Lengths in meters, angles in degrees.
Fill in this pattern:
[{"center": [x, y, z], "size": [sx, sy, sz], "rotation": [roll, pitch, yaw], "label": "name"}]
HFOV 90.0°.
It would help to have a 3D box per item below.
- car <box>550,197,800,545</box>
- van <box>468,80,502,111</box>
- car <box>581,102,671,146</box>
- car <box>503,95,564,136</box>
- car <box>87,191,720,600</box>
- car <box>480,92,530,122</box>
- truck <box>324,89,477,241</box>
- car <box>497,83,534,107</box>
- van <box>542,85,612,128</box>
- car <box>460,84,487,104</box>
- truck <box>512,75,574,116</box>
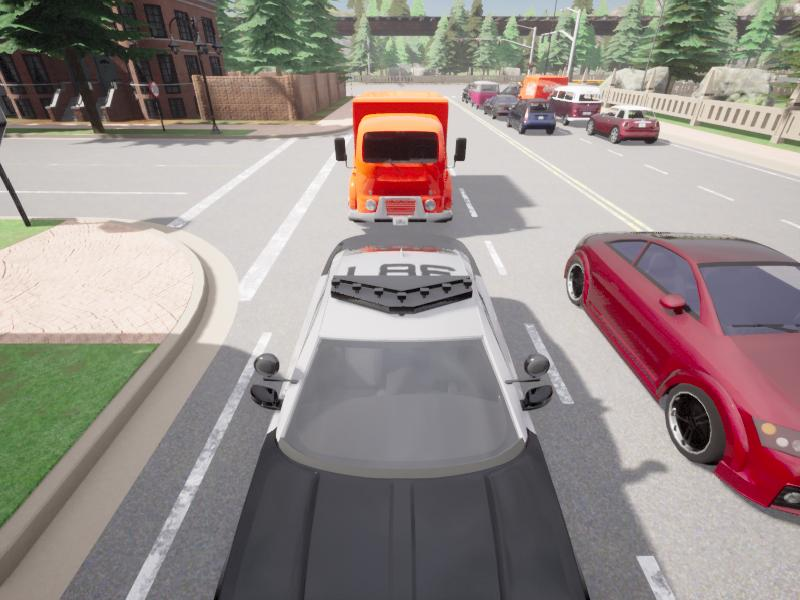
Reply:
[{"center": [3.497, 0.144, 4.422], "size": [1.994, 1.385, 4.181], "rotation": [-1, 30, -1], "label": "car"}, {"center": [7.010, -17.136, 33.415], "size": [1.775, 1.987, 4.442], "rotation": [0, 30, 0], "label": "van"}, {"center": [10.509, -8.409, 18.972], "size": [1.970, 1.475, 3.806], "rotation": [0, 30, 0], "label": "car"}, {"center": [7.010, -9.984, 21.539], "size": [1.851, 1.617, 3.988], "rotation": [0, 30, 0], "label": "car"}, {"center": [0.011, 0.616, 3.356], "size": [1.930, 1.638, 5.238], "rotation": [0, 30, 0], "label": "car"}, {"center": [7.011, -13.300, 27.429], "size": [2.033, 1.411, 5.357], "rotation": [0, 30, 0], "label": "car"}, {"center": [0.006, -3.588, 9.713], "size": [2.627, 2.467, 5.204], "rotation": [0, 30, 0], "label": "truck"}, {"center": [10.510, -18.904, 36.802], "size": [2.033, 1.649, 4.856], "rotation": [0, 30, 0], "label": "car"}, {"center": [10.510, -11.803, 24.226], "size": [2.069, 2.038, 4.480], "rotation": [0, 30, 0], "label": "van"}, {"center": [7.011, -19.855, 38.501], "size": [1.789, 1.549, 3.705], "rotation": [0, 30, 0], "label": "car"}, {"center": [10.513, -15.486, 30.111], "size": [2.627, 2.467, 5.204], "rotation": [0, 30, 0], "label": "truck"}]
